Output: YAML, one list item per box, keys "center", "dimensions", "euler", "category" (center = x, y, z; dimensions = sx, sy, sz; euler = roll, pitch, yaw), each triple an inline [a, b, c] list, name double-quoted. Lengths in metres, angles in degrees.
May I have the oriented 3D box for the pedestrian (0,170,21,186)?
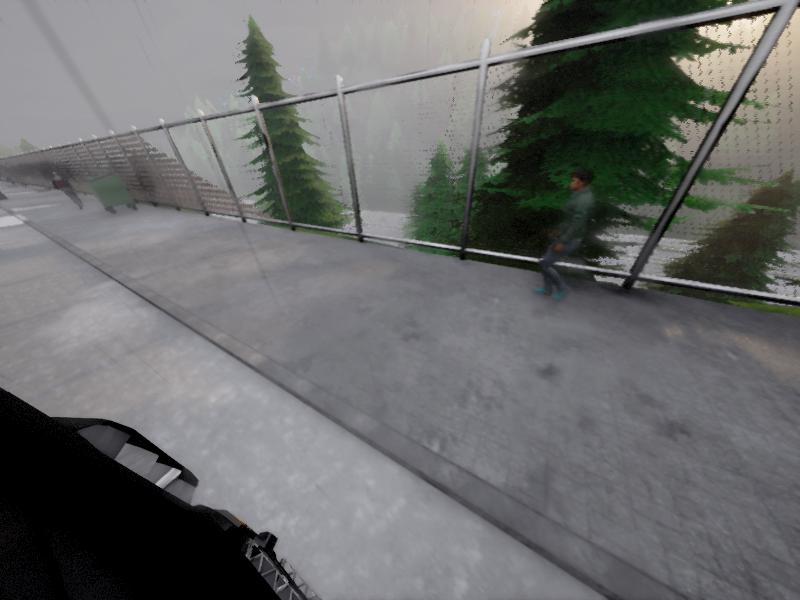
- center: [-51.378, -16.045, 30.349]
  dimensions: [0.751, 1.860, 0.751]
  euler: [17, 38, 27]
  category: "pedestrian"

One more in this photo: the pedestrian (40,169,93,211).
- center: [-17.620, -5.842, 12.280]
  dimensions: [0.751, 1.860, 0.751]
  euler: [26, 43, 36]
  category: "pedestrian"

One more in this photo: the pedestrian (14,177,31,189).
- center: [-42.395, -13.138, 25.941]
  dimensions: [0.500, 1.100, 0.500]
  euler: [18, 39, 28]
  category: "pedestrian"

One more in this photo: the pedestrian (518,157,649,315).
- center: [2.304, -0.846, 3.172]
  dimensions: [0.751, 1.860, 0.751]
  euler: [16, 38, 26]
  category: "pedestrian"
